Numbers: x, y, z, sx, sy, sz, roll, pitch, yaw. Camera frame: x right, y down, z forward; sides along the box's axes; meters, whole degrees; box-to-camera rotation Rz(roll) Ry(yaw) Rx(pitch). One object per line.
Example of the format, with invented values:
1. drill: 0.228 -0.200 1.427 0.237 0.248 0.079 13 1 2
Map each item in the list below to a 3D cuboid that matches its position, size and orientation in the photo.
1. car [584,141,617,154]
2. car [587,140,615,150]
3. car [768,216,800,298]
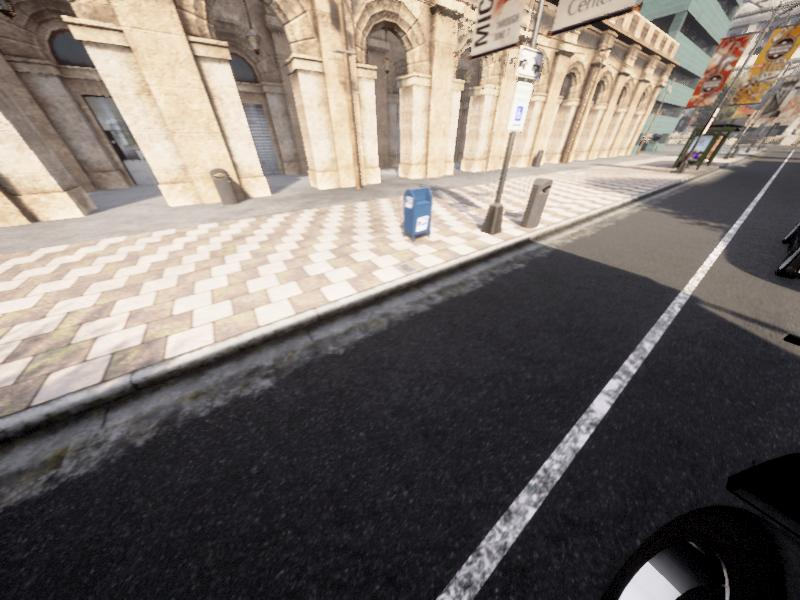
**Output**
1. car: 31.471 -23.904 36.180 4.786 1.482 2.161 -22 41 -28
2. car: 38.593 -29.736 44.339 4.902 1.511 2.128 -22 41 -28
3. car: 9.228 -1.213 4.277 4.892 1.490 1.837 -23 41 -27
